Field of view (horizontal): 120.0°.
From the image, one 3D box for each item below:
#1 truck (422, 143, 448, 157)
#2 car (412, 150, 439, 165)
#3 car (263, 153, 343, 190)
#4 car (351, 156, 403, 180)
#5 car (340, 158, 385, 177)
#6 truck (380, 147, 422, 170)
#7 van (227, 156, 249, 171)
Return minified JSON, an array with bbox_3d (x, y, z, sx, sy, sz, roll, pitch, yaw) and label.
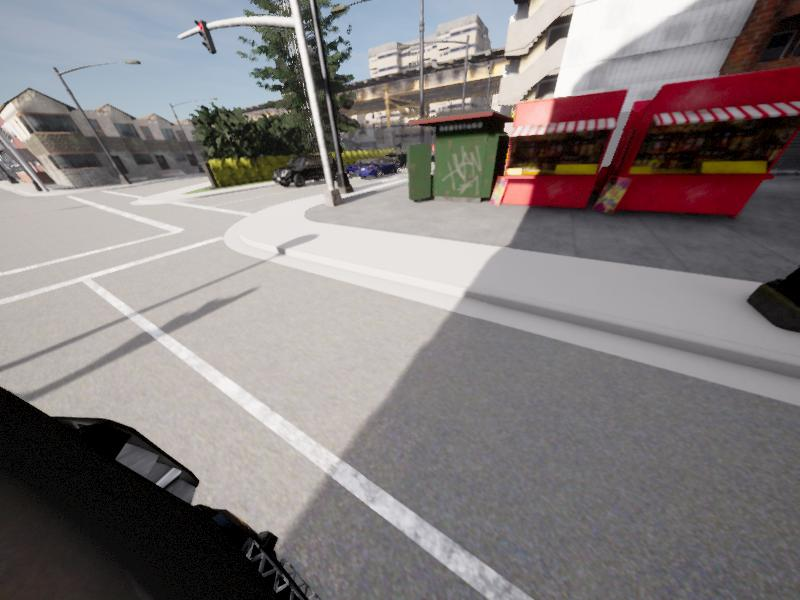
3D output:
[{"bbox_3d":[8.122,-34.657,53.534,5.204,2.467,2.627,15,38,26],"label":"truck"},{"bbox_3d":[3.932,-21.446,34.719,2.163,1.488,4.792,16,38,27],"label":"car"},{"bbox_3d":[-7.478,-10.488,18.622,2.150,2.045,5.566,15,38,27],"label":"car"},{"bbox_3d":[-1.868,-11.977,20.860,2.163,1.488,4.792,16,38,27],"label":"car"},{"bbox_3d":[-3.758,-13.812,24.009,1.895,1.301,4.718,15,38,27],"label":"car"},{"bbox_3d":[0.308,-18.139,29.470,2.390,2.098,6.274,16,38,27],"label":"truck"},{"bbox_3d":[-36.229,-30.758,51.856,1.988,2.561,5.915,-11,34,-11],"label":"van"}]
